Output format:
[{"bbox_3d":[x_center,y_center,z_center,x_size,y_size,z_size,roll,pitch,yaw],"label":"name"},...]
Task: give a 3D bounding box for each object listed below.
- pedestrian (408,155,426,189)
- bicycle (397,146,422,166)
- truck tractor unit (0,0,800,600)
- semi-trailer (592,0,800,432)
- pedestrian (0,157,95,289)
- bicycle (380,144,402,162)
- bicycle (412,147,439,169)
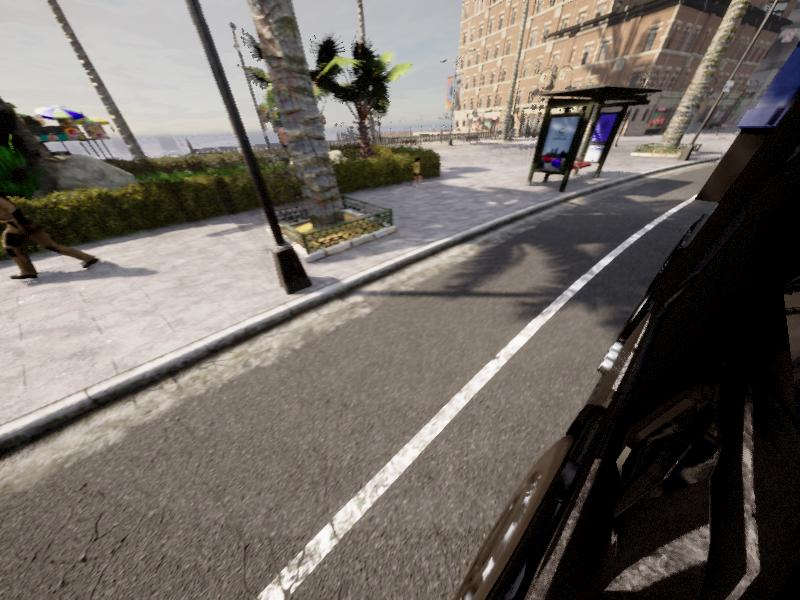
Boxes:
[{"bbox_3d":[0.662,-5.117,9.248,0.500,1.100,0.500,-27,43,-29],"label":"pedestrian"},{"bbox_3d":[0.660,-9.619,15.401,1.643,1.024,0.373,-18,39,-20],"label":"bicycle"},{"bbox_3d":[2.645,-0.295,0.351,6.516,4.208,3.053,-28,44,-30],"label":"truck tractor unit"},{"bbox_3d":[9.075,-3.303,3.839,14.254,4.402,2.717,-23,41,-25],"label":"semi-trailer"},{"bbox_3d":[-6.421,-1.243,3.835,0.751,1.860,0.751,-29,44,-31],"label":"pedestrian"},{"bbox_3d":[-0.682,-11.198,17.594,1.643,1.024,0.373,-18,39,-20],"label":"bicycle"},{"bbox_3d":[1.555,-8.566,13.938,1.643,1.024,0.373,-18,39,-20],"label":"bicycle"}]
